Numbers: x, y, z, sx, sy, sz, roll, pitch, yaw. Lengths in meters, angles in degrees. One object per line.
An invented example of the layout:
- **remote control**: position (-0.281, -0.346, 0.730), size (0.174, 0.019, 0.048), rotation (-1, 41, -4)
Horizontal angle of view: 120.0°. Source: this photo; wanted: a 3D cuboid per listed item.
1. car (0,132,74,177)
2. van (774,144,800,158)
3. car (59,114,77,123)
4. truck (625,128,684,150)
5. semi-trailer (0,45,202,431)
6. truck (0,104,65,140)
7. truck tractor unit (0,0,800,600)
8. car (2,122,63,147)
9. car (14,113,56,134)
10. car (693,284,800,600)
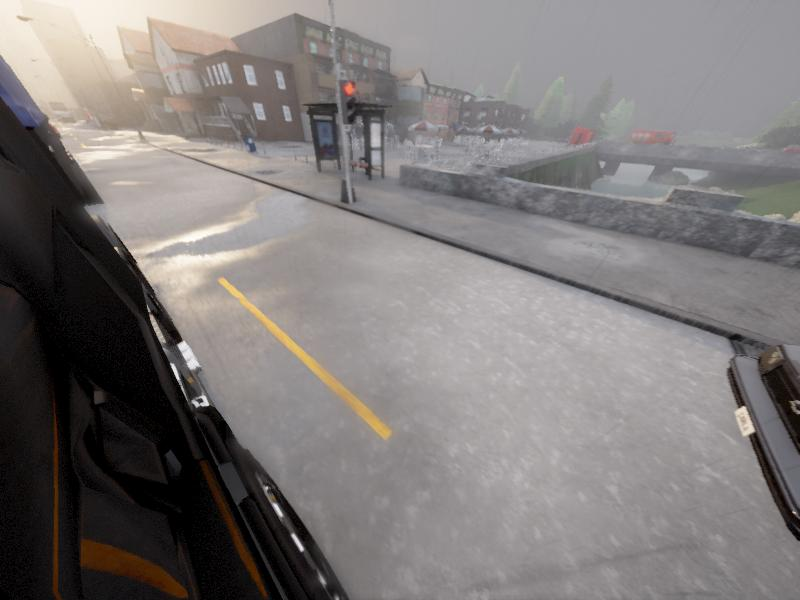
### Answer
- **car**: position (-17.169, -6.851, 10.654), size (4.718, 1.301, 1.895), rotation (28, 44, 30)
- **van**: position (79.511, -29.645, 46.069), size (4.442, 1.987, 1.775), rotation (28, 44, 30)
- **car**: position (-80.875, -44.183, 56.247), size (5.238, 1.638, 1.930), rotation (28, 44, 30)
- **truck**: position (59.476, -37.953, 54.400), size (8.468, 3.827, 2.891), rotation (28, 44, 30)
- **semi-trailer**: position (-8.700, -3.601, 4.232), size (14.254, 4.402, 2.717), rotation (28, 44, 30)
- **truck**: position (-35.255, -16.988, 22.109), size (5.204, 2.467, 2.627), rotation (27, 43, 30)
- **truck tractor unit**: position (-2.645, -0.295, 0.351), size (6.516, 4.208, 3.053), rotation (28, 44, 30)
- **car**: position (-28.666, -13.027, 18.125), size (4.181, 1.385, 1.994), rotation (28, 44, 30)
- **car**: position (-42.865, -20.827, 27.227), size (3.866, 1.878, 1.905), rotation (28, 44, 30)
- **car**: position (4.942, 1.791, 0.384), size (5.357, 1.411, 2.033), rotation (28, 44, 30)
